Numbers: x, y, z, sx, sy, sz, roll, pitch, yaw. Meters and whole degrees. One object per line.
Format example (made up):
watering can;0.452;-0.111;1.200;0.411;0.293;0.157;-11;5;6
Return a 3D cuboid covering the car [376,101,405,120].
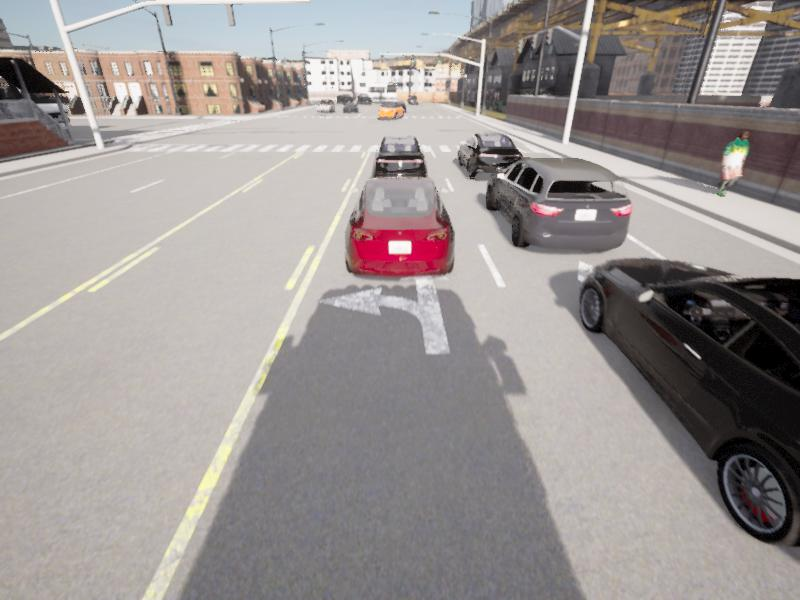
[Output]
car;-0.989;-21.664;45.711;2.097;1.767;4.553;7;28;13

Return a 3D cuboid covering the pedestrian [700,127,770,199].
pedestrian;9.637;-3.961;11.592;0.751;1.860;0.751;0;28;0

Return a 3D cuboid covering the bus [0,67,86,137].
bus;-30.084;-14.330;29.026;10.273;4.253;3.944;0;28;0

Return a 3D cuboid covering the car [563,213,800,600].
car;3.496;0.491;3.927;1.812;1.442;4.674;0;28;0

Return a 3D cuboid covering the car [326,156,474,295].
car;-0.004;-1.860;8.352;2.163;1.488;4.792;0;28;0

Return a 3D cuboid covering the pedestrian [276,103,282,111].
pedestrian;-17.687;-28.186;58.456;0.500;1.100;0.500;0;28;1

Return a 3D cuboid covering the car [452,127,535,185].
car;3.492;-5.898;16.018;2.128;1.511;4.902;0;28;0

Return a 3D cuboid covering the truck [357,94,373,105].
truck;-7.930;-45.269;90.295;2.390;2.098;6.274;-6;28;-12

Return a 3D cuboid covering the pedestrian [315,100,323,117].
pedestrian;-9.818;-23.207;48.501;0.751;1.860;0.751;0;28;0

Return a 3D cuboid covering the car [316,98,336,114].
car;-10.525;-27.890;57.447;1.932;1.855;4.605;0;28;0

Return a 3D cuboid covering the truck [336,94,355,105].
truck;-12.629;-46.529;92.679;2.390;2.098;6.274;-12;30;-21

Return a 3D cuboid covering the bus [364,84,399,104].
bus;-4.641;-50.766;98.448;3.944;4.253;10.273;-16;32;-27

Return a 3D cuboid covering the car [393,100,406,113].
car;-0.027;-29.055;60.060;1.882;1.535;5.008;0;28;0

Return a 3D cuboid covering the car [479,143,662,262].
car;3.497;-2.560;9.490;2.242;1.667;4.611;0;28;0

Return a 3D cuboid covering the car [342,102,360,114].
car;-7.024;-27.568;57.392;1.994;1.385;4.181;0;28;0

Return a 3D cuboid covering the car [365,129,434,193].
car;-0.008;-5.305;14.880;2.128;1.511;4.902;0;28;0
